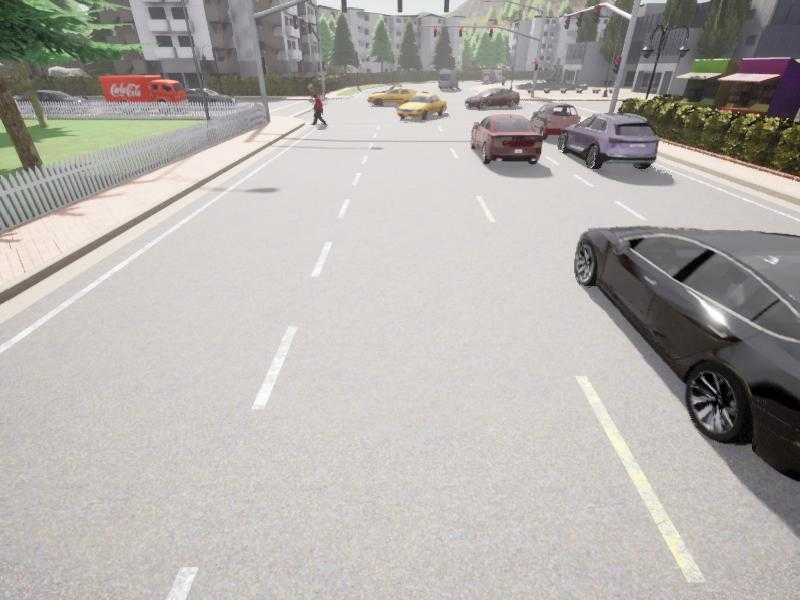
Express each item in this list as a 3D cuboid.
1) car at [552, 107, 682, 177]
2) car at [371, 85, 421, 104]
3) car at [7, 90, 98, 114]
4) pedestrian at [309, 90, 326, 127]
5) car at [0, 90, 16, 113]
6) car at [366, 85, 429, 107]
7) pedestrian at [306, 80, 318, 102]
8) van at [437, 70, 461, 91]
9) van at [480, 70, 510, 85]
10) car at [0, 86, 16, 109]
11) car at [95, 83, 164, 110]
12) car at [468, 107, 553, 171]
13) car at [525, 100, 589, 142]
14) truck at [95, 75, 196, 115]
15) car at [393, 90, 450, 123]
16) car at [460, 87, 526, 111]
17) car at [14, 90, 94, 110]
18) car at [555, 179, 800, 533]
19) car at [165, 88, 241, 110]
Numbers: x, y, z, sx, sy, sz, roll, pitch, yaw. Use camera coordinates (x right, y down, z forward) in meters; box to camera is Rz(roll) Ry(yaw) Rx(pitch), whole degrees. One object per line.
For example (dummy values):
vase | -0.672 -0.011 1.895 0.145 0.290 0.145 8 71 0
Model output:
car | 7.418 -5.863 14.438 2.033 1.649 4.856 0 30 1
car | -0.367 -19.677 38.285 4.674 1.442 1.812 1 30 1
car | -25.931 -14.855 29.992 4.892 1.490 1.837 1 30 2
pedestrian | -4.728 -10.975 22.922 0.751 1.860 0.751 -5 31 -8
car | -32.488 -14.971 30.195 4.892 1.490 1.837 1 30 2
car | -0.224 -17.973 35.228 5.366 1.575 1.801 1 30 2
pedestrian | -8.604 -20.391 39.051 0.751 1.860 0.751 -12 32 -20
van | 7.299 -32.572 59.233 1.988 2.561 5.915 10 32 16
van | 18.727 -43.909 78.786 2.351 2.431 6.366 27 39 37
car | -35.749 -16.850 33.288 5.027 1.651 2.152 1 30 2
car | -22.068 -16.723 32.796 3.866 1.878 1.905 1 30 2
car | 3.927 -6.273 15.234 1.882 1.535 5.008 0 30 0
car | 7.581 -8.888 19.718 1.845 1.501 3.633 2 30 3
truck | -18.579 -15.148 29.521 5.204 2.467 2.627 1 30 2
car | 1.529 -13.082 26.852 1.801 1.575 5.366 14 33 22
car | 7.633 -16.607 32.985 4.792 1.488 2.163 -13 33 -21
car | -28.540 -16.582 33.148 4.718 1.301 1.895 1 30 2
car | 3.830 -0.092 4.704 2.163 1.488 4.792 0 30 0
car | -15.997 -16.454 32.707 4.902 1.511 2.128 1 30 2
